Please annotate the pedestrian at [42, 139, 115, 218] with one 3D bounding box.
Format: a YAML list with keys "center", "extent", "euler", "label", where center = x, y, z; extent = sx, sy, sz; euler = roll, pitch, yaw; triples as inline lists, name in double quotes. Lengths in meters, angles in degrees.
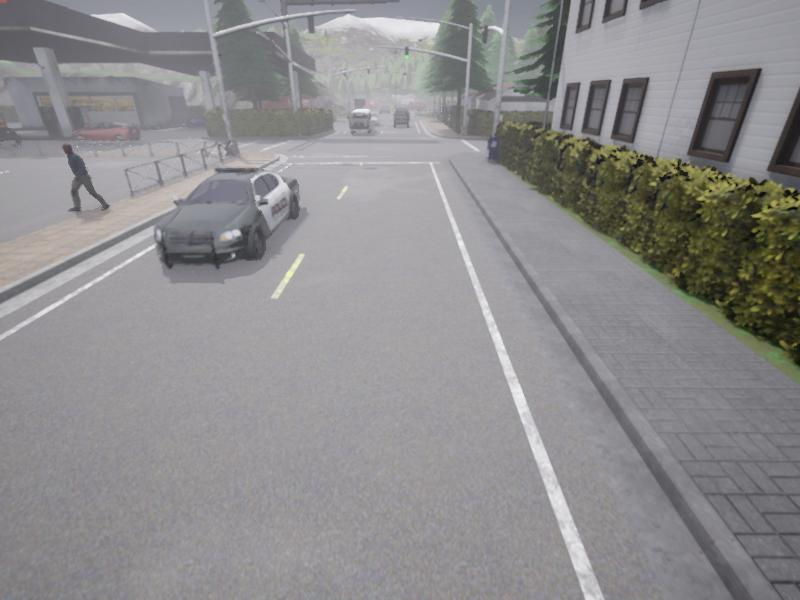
- center: [-8.475, -3.235, 10.607]
  extent: [0.751, 1.860, 0.751]
  euler: [12, 29, 22]
  label: "pedestrian"

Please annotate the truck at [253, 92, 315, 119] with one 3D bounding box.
- center: [-18.079, -30.661, 63.035]
  extent: [8.468, 3.827, 2.891]
  euler: [1, 27, 1]
  label: "truck"

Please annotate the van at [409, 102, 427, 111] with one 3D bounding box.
- center: [4.308, -46.525, 96.132]
  extent: [4.442, 1.987, 1.775]
  euler: [0, 27, 1]
  label: "van"

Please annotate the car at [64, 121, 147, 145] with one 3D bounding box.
- center: [-22.147, -12.644, 30.249]
  extent: [4.514, 1.525, 2.007]
  euler: [0, 27, 1]
  label: "car"

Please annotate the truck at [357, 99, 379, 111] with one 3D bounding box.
- center: [-7.910, -48.420, 99.331]
  extent: [5.204, 2.467, 2.627]
  euler: [0, 27, 1]
  label: "truck"

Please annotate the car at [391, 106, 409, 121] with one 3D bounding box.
- center: [0.012, -26.341, 56.463]
  extent: [2.097, 1.767, 4.553]
  euler: [-3, 25, -5]
  label: "car"

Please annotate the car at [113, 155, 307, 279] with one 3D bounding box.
- center: [-3.833, -2.219, 9.353]
  extent: [2.038, 1.542, 4.974]
  euler: [0, 27, 1]
  label: "car"

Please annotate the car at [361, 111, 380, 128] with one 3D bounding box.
- center: [-3.329, -20.788, 45.970]
  extent: [1.812, 1.442, 4.674]
  euler: [0, 29, 1]
  label: "car"

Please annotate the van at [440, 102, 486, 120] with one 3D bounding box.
- center: [9.289, -28.209, 59.724]
  extent: [6.366, 2.431, 2.351]
  euler: [0, 27, 1]
  label: "van"

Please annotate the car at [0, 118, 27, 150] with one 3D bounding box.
- center: [-28.406, -11.257, 27.136]
  extent: [3.866, 1.878, 1.905]
  euler: [0, 27, 1]
  label: "car"

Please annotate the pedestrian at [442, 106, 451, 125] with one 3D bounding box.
- center: [5.177, -20.762, 44.968]
  extent: [0.751, 1.860, 0.751]
  euler: [-3, 27, -6]
  label: "pedestrian"

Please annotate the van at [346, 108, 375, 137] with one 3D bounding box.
- center: [-3.475, -16.048, 35.964]
  extent: [2.069, 2.038, 4.480]
  euler: [0, 28, 1]
  label: "van"

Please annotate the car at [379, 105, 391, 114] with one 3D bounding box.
- center: [-2.889, -36.551, 76.667]
  extent: [2.038, 1.542, 4.974]
  euler: [0, 27, 1]
  label: "car"

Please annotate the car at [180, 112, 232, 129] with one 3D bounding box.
- center: [-21.998, -20.477, 45.592]
  extent: [4.611, 1.667, 2.242]
  euler: [0, 27, 0]
  label: "car"

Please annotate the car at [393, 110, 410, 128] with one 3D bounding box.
- center: [0.158, -20.404, 45.019]
  extent: [1.789, 1.549, 3.705]
  euler: [0, 28, 1]
  label: "car"
